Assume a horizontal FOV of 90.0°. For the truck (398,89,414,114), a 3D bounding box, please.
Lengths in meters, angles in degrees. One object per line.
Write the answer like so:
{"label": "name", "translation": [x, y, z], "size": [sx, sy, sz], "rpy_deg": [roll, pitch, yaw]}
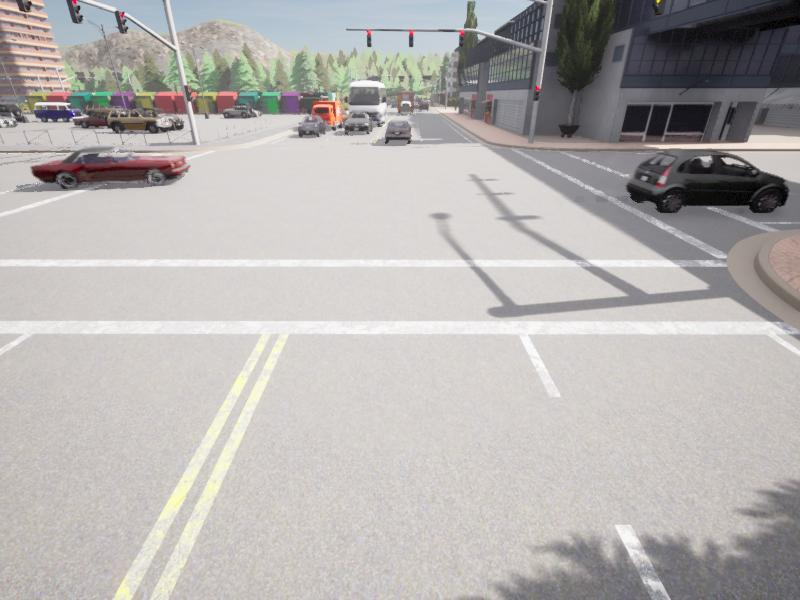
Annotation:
{"label": "truck", "translation": [1.143, -36.696, 73.830], "size": [2.891, 3.827, 8.468], "rpy_deg": [1, 27, 1]}

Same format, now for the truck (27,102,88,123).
{"label": "truck", "translation": [-38.838, -21.305, 45.468], "size": [4.478, 2.038, 2.069], "rpy_deg": [0, 27, 0]}

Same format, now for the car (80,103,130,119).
{"label": "car", "translation": [-38.880, -24.977, 52.820], "size": [4.605, 1.855, 1.932], "rpy_deg": [0, 27, 0]}

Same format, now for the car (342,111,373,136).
{"label": "car", "translation": [-3.563, -15.370, 34.748], "size": [2.152, 1.651, 5.027], "rpy_deg": [0, 27, 0]}

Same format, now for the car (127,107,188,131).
{"label": "car", "translation": [-21.358, -16.000, 35.357], "size": [3.866, 1.878, 1.905], "rpy_deg": [0, 27, 0]}

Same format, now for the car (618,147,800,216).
{"label": "car", "translation": [9.006, -3.520, 11.704], "size": [3.988, 1.617, 1.851], "rpy_deg": [0, 27, 0]}

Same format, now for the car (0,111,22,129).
{"label": "car", "translation": [-38.820, -17.038, 37.901], "size": [3.806, 1.475, 1.970], "rpy_deg": [0, 27, 0]}

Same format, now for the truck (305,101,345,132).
{"label": "truck", "translation": [-6.971, -17.544, 38.051], "size": [2.627, 2.467, 5.204], "rpy_deg": [1, 27, 1]}

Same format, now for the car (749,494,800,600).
{"label": "car", "translation": [3.500, 2.270, 0.697], "size": [1.994, 1.385, 4.181], "rpy_deg": [0, 27, 0]}

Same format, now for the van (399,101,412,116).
{"label": "van", "translation": [0.980, -31.608, 65.894], "size": [2.069, 2.038, 4.480], "rpy_deg": [1, 27, 1]}

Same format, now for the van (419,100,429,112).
{"label": "van", "translation": [4.807, -38.676, 79.702], "size": [1.775, 1.987, 4.442], "rpy_deg": [1, 27, 1]}

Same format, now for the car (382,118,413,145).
{"label": "car", "translation": [-0.142, -12.176, 28.782], "size": [2.033, 1.411, 5.357], "rpy_deg": [0, 27, 1]}

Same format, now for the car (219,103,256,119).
{"label": "car", "translation": [-21.359, -24.969, 52.811], "size": [3.866, 1.878, 1.905], "rpy_deg": [0, 27, 0]}

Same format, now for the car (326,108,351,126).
{"label": "car", "translation": [-6.776, -20.550, 44.879], "size": [1.801, 1.575, 5.366], "rpy_deg": [1, 27, 1]}

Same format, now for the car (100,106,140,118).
{"label": "car", "translation": [-38.810, -26.113, 55.493], "size": [3.905, 1.438, 1.784], "rpy_deg": [0, 27, 0]}

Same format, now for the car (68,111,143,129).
{"label": "car", "translation": [-27.794, -17.039, 37.890], "size": [5.357, 1.415, 2.033], "rpy_deg": [0, 27, 0]}

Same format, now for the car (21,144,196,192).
{"label": "car", "translation": [-10.520, -4.980, 14.885], "size": [4.718, 1.301, 1.895], "rpy_deg": [-5, 28, -9]}

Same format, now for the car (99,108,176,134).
{"label": "car", "translation": [-21.418, -14.679, 32.782], "size": [4.605, 1.855, 1.932], "rpy_deg": [0, 27, 0]}

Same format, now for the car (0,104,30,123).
{"label": "car", "translation": [-45.217, -21.220, 45.516], "size": [3.866, 1.878, 1.905], "rpy_deg": [0, 27, 0]}

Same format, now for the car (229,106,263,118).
{"label": "car", "translation": [-21.343, -26.079, 55.496], "size": [3.806, 1.475, 1.970], "rpy_deg": [0, 27, 0]}

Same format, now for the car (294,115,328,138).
{"label": "car", "translation": [-7.088, -14.021, 32.222], "size": [1.845, 1.501, 3.633], "rpy_deg": [0, 27, 1]}

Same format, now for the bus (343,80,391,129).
{"label": "bus", "translation": [-3.194, -21.049, 42.916], "size": [3.944, 4.253, 10.273], "rpy_deg": [1, 28, 1]}
